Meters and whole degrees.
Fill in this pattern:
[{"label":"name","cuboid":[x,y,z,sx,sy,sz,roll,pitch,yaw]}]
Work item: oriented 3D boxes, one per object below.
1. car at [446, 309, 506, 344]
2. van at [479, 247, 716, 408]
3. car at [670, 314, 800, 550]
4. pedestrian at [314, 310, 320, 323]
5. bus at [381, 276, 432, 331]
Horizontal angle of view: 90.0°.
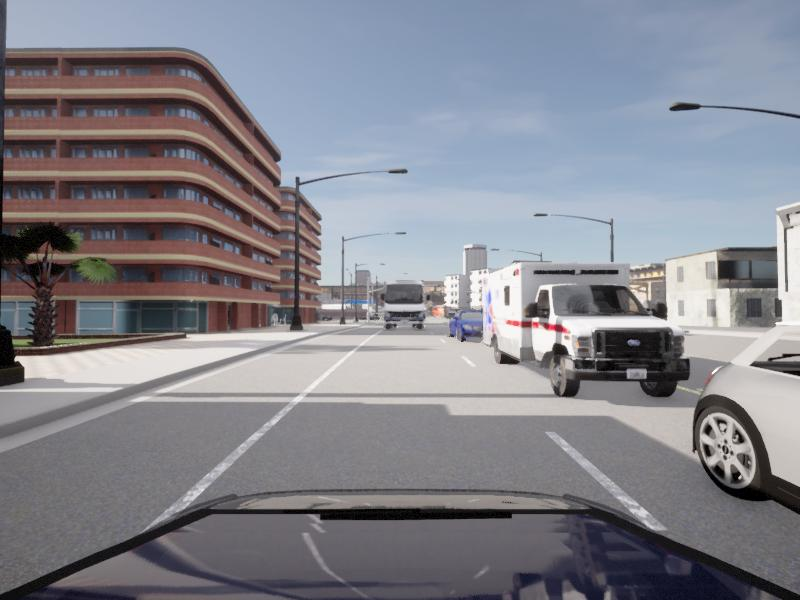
[{"label":"car","cuboid":[3.450,1.182,19.058,1.812,1.442,4.674,0,-2,-2]},{"label":"van","cuboid":[3.611,0.459,9.232,2.351,2.431,6.366,0,-1,1]},{"label":"car","cuboid":[3.537,0.858,1.899,1.970,1.475,3.806,0,0,1]},{"label":"pedestrian","cuboid":[-11.617,2.329,55.849,0.751,1.860,0.751,0,-1,-6]},{"label":"bus","cuboid":[0.524,0.465,36.110,3.944,4.253,10.273,0,-3,1]}]
